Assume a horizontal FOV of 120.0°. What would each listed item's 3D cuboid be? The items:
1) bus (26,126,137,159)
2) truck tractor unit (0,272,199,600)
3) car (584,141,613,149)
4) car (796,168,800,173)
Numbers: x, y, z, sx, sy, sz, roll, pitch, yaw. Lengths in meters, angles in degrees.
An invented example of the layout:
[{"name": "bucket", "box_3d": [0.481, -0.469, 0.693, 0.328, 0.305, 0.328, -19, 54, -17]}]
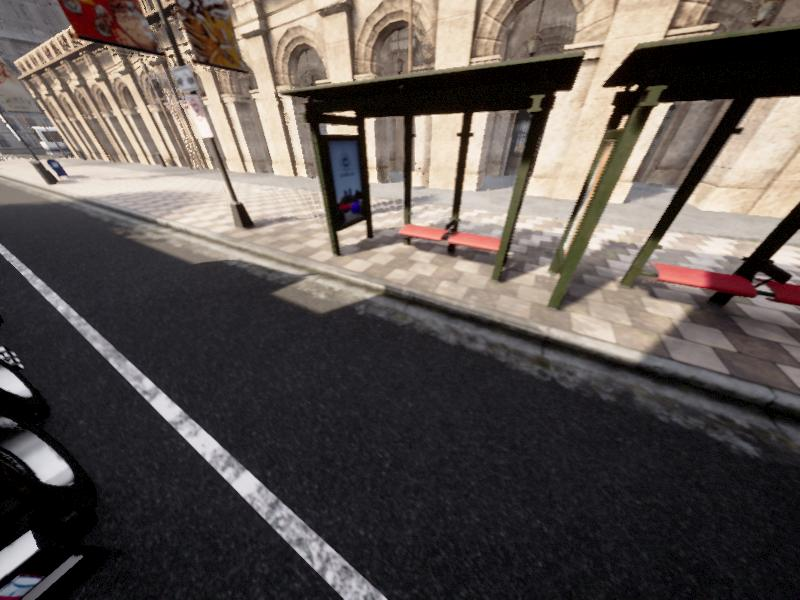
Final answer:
[{"name": "bus", "box_3d": [-55.569, -27.943, 40.978, 3.944, 4.253, 10.273, 17, 39, 24]}, {"name": "truck tractor unit", "box_3d": [-5.129, -0.281, 0.761, 6.516, 4.208, 3.053, 18, 39, 24]}, {"name": "car", "box_3d": [48.261, -37.660, 56.222, 4.892, 1.521, 2.231, 17, 39, 23]}, {"name": "car", "box_3d": [29.965, -8.518, 14.546, 4.718, 1.301, 1.895, 17, 39, 23]}]
